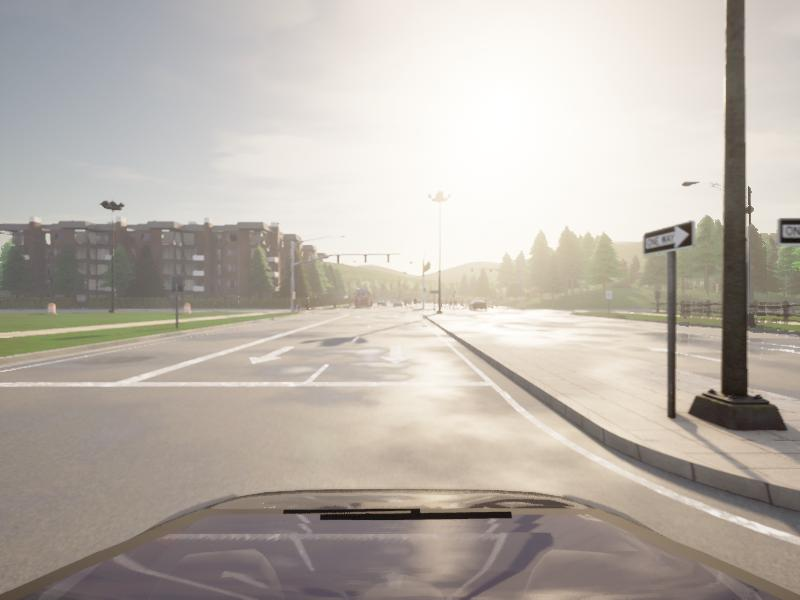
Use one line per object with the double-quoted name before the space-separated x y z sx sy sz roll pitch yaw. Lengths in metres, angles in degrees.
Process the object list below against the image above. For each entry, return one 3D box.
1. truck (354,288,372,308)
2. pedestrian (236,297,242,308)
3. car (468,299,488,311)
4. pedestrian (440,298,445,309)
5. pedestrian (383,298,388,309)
"truck" -7.343 -0.437 80.368 2.891 3.827 8.468 0 0 -1
"pedestrian" -27.000 0.388 66.994 0.751 1.860 0.751 0 0 0
"car" 11.384 0.685 58.855 1.930 1.638 5.238 0 0 0
"pedestrian" 7.224 0.648 68.309 0.751 1.860 0.751 0 0 -2
"pedestrian" -2.492 0.539 67.433 0.751 1.860 0.751 0 0 -7
